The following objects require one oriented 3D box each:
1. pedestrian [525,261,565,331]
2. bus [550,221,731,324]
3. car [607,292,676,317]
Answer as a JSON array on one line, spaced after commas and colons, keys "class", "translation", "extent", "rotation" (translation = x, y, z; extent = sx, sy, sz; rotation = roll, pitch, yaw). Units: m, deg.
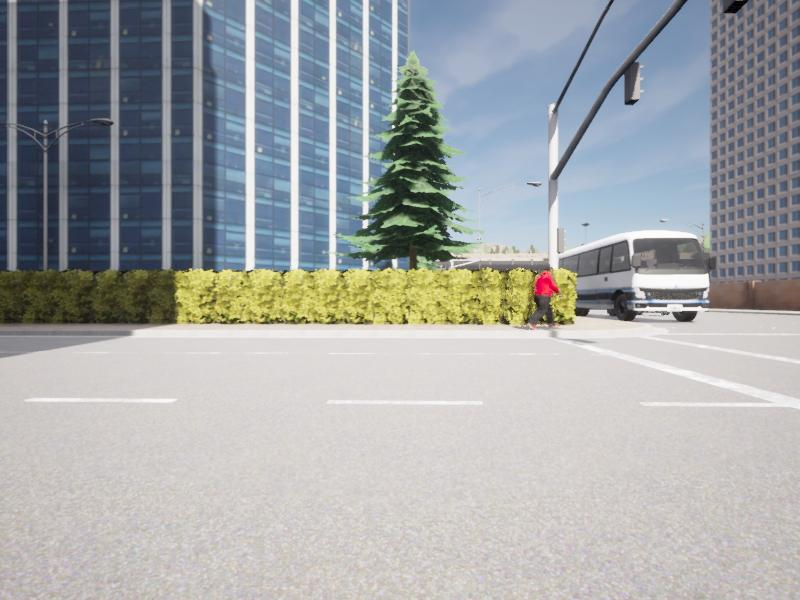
[{"class": "pedestrian", "translation": [4.004, -0.115, 11.089], "extent": [0.751, 1.860, 0.751], "rotation": [0, 0, -10]}, {"class": "bus", "translation": [11.899, -1.134, 21.740], "extent": [3.944, 4.253, 10.273], "rotation": [0, 0, 2]}, {"class": "car", "translation": [15.433, 0.269, 25.895], "extent": [1.812, 1.442, 4.674], "rotation": [0, 0, 2]}]
